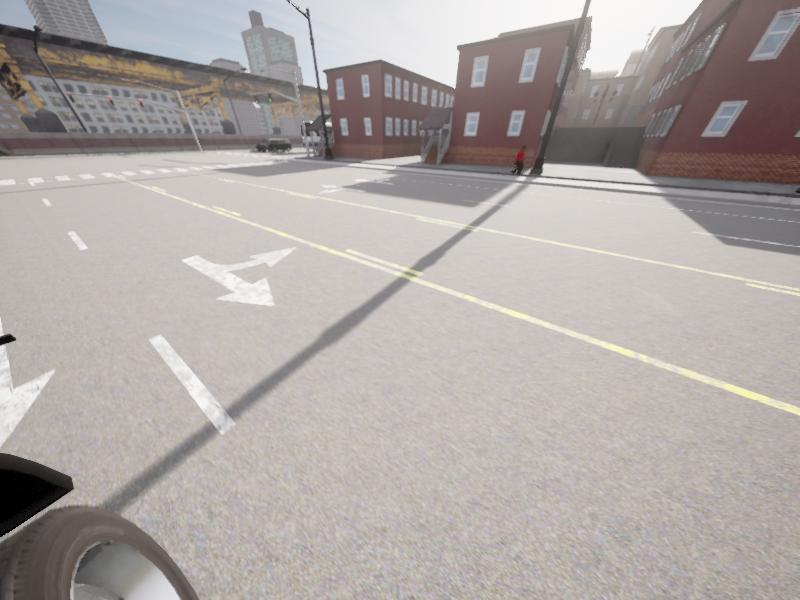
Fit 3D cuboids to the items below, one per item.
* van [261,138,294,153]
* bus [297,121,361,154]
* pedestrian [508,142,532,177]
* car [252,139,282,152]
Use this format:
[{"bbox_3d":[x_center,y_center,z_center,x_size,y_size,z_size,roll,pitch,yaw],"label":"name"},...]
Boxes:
[{"bbox_3d":[-21.225,-26.866,40.123,1.775,1.987,4.442,22,41,28],"label":"van"},{"bbox_3d":[-11.934,-28.493,40.547,3.944,4.253,10.273,22,41,28],"label":"bus"},{"bbox_3d":[7.680,-8.987,14.812,0.751,1.860,0.751,21,40,27],"label":"pedestrian"},{"bbox_3d":[-23.993,-28.080,41.904,1.905,1.878,3.866,22,41,28],"label":"car"}]
